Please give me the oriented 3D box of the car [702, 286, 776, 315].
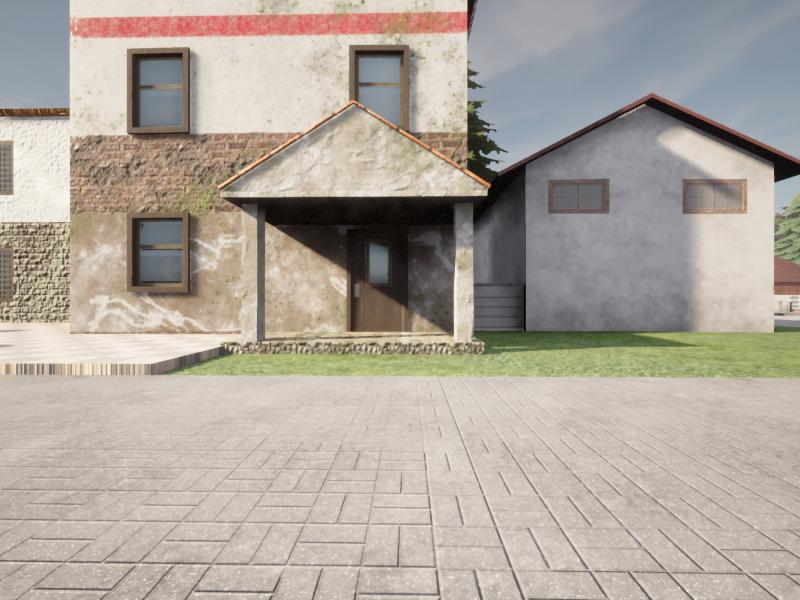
[{"bbox_3d":[23.344,0.046,27.768,1.905,1.878,3.866,0,0,1],"label":"car"}]
